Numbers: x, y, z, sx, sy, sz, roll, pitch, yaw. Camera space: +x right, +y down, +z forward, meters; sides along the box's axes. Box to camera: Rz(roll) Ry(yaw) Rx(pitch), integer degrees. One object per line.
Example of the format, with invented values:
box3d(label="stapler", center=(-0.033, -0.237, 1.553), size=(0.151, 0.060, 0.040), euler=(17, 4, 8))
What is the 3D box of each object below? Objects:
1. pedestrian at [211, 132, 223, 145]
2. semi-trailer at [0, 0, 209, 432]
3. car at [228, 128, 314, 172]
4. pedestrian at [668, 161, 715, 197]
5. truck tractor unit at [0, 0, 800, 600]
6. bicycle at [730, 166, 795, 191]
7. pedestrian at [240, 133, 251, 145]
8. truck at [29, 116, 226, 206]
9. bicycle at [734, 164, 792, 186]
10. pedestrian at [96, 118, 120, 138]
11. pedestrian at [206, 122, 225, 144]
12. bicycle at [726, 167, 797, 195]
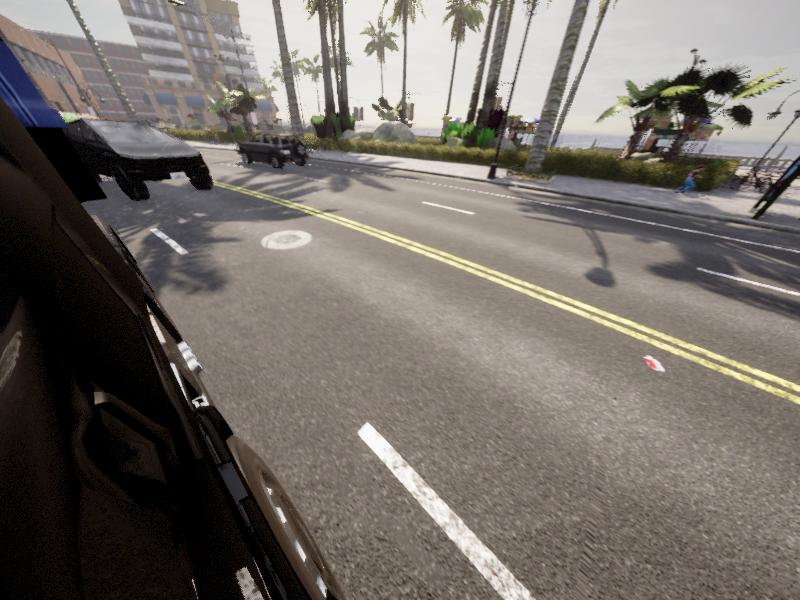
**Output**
box3d(label="pedestrian", center=(-19.489, -17.267, 24.640), size=(0.500, 1.100, 0.500), euler=(14, 38, 15))
box3d(label="semi-trailer", center=(-9.163, -3.214, 3.747), size=(14.254, 4.402, 2.717), euler=(22, 41, 25))
box3d(label="car", center=(-7.798, -9.217, 14.077), size=(4.605, 1.855, 1.932), euler=(20, 40, 23))
box3d(label="pedestrian", center=(13.069, -5.459, 10.387), size=(0.751, 1.300, 0.751), euler=(-27, 46, -34))
box3d(label="truck tractor unit", center=(-2.645, -0.295, 0.351), size=(6.516, 4.208, 3.053), euler=(28, 44, 30))
box3d(label="bicycle", center=(20.112, -6.798, 12.892), size=(0.373, 1.024, 1.643), euler=(-23, 43, -30))
box3d(label="pedestrian", center=(-16.698, -17.409, 24.992), size=(0.500, 1.100, 0.500), euler=(6, 37, 5))
box3d(label="truck", center=(-9.910, -5.310, 8.494), size=(6.274, 2.098, 2.390), euler=(20, 40, 22))
box3d(label="bicycle", center=(22.532, -7.803, 14.389), size=(0.373, 1.024, 1.643), euler=(-23, 43, -30))
box3d(label="pedestrian", center=(-33.744, -19.894, 26.732), size=(0.751, 1.860, 0.751), euler=(0, 37, -4))
box3d(label="pedestrian", center=(-19.975, -18.068, 25.055), size=(0.751, 1.860, 0.751), euler=(11, 37, 11))
box3d(label="bicycle", center=(18.499, -6.127, 11.893), size=(0.373, 1.024, 1.643), euler=(-23, 43, -30))
